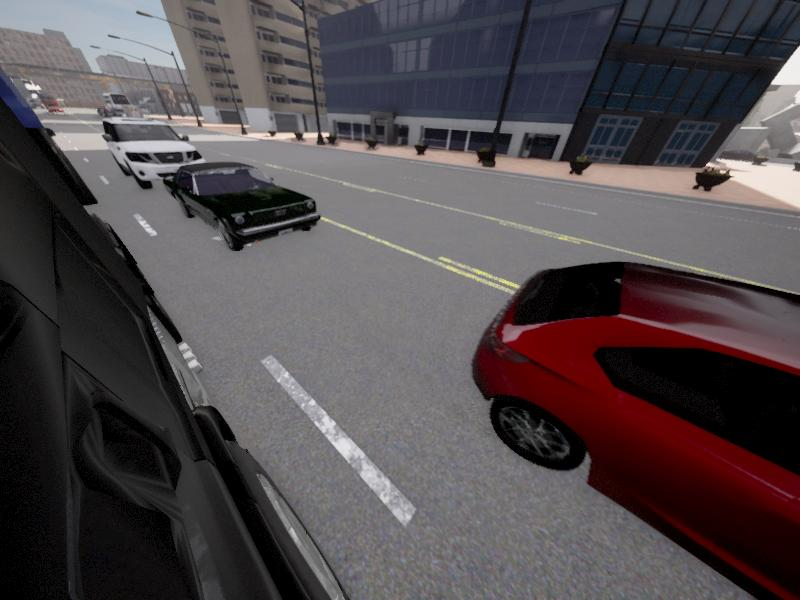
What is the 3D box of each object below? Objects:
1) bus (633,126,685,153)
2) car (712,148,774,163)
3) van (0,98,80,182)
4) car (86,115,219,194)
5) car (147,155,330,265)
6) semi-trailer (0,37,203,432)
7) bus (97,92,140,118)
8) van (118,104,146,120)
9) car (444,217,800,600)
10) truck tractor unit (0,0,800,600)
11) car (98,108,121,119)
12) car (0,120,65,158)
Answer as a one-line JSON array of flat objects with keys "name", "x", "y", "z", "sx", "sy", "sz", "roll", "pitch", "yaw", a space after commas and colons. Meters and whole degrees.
[{"name": "bus", "x": 56.543, "y": -35.625, "z": 51.068, "sx": 3.944, "sy": 4.253, "sz": 10.273, "roll": 20, "pitch": 40, "yaw": 20}, {"name": "car", "x": 54.975, "y": -23.270, "z": 37.152, "sx": 2.033, "sy": 1.411, "sz": 5.357, "roll": -13, "pitch": 40, "yaw": -20}, {"name": "van", "x": -16.559, "y": -6.929, "z": 9.768, "sx": 6.366, "sy": 2.431, "sz": 2.351, "roll": 28, "pitch": 43, "yaw": 29}, {"name": "car", "x": -10.018, "y": -6.045, "z": 9.334, "sx": 5.566, "sy": 2.045, "sz": 2.150, "roll": 28, "pitch": 44, "yaw": 30}, {"name": "car", "x": -4.066, "y": -2.566, "z": 5.722, "sx": 4.718, "sy": 1.301, "sz": 1.895, "roll": 28, "pitch": 44, "yaw": 30}, {"name": "semi-trailer", "x": -8.747, "y": -3.582, "z": 4.163, "sx": 14.254, "sy": 4.402, "sz": 2.717, "roll": 28, "pitch": 43, "yaw": 29}, {"name": "bus", "x": -68.106, "y": -47.158, "z": 55.835, "sx": 10.273, "sy": 4.253, "sz": 3.944, "roll": 29, "pitch": 44, "yaw": 29}, {"name": "van", "x": -58.855, "y": -41.286, "z": 50.770, "sx": 6.366, "sy": 2.431, "sz": 2.351, "roll": 29, "pitch": 44, "yaw": 28}, {"name": "car", "x": 2.651, "y": 0.933, "z": 1.375, "sx": 4.193, "sy": 1.474, "sz": 1.816, "roll": 28, "pitch": 44, "yaw": 29}, {"name": "truck tractor unit", "x": -2.645, "y": -0.295, "z": 0.351, "sx": 6.516, "sy": 4.208, "sz": 3.053, "roll": 28, "pitch": 44, "yaw": 30}, {"name": "car", "x": -62.570, "y": -40.170, "z": 49.760, "sx": 4.902, "sy": 1.511, "sz": 2.128, "roll": 29, "pitch": 44, "yaw": 28}, {"name": "car", "x": -22.535, "y": -9.732, "z": 13.864, "sx": 4.902, "sy": 1.511, "sz": 2.128, "roll": 28, "pitch": 44, "yaw": 30}]
